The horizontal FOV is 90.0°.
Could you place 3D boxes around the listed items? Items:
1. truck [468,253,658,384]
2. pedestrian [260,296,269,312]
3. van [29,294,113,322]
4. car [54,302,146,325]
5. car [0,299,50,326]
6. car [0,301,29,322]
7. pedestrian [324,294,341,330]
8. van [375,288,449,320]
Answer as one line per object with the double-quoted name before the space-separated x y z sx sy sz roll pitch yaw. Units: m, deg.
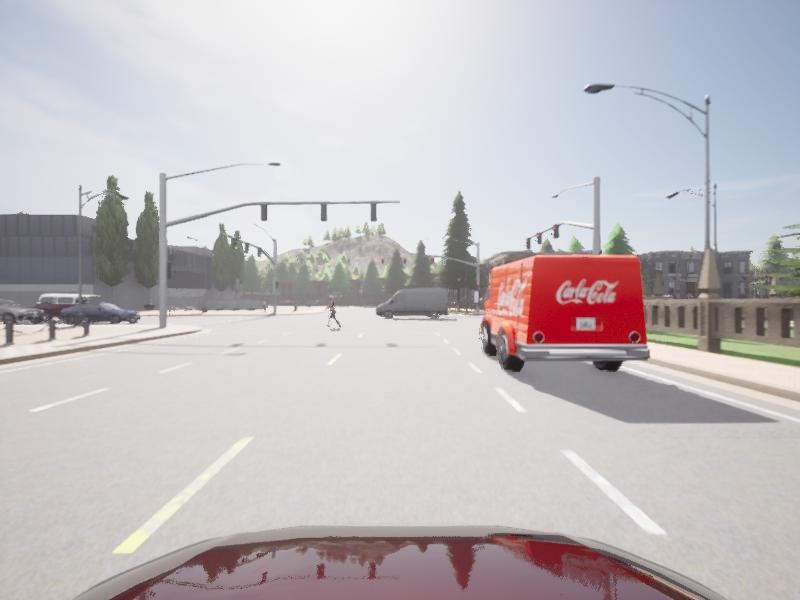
"truck" 3.510 0.351 10.108 2.627 2.467 5.204 0 0 -1
"pedestrian" -15.647 0.468 46.177 0.751 1.860 0.751 0 0 -5
"van" -24.096 0.560 29.471 4.480 2.038 2.069 0 0 0
"car" -19.359 0.860 25.926 4.674 1.442 1.812 0 0 1
"car" -26.159 0.771 25.977 5.027 1.651 2.152 0 0 0
"car" -30.694 0.812 29.472 5.008 1.535 1.882 0 0 0
"pedestrian" -3.624 0.629 21.510 0.751 1.860 0.751 0 0 1
"van" 0.979 0.309 32.998 5.915 2.561 1.988 0 0 0
